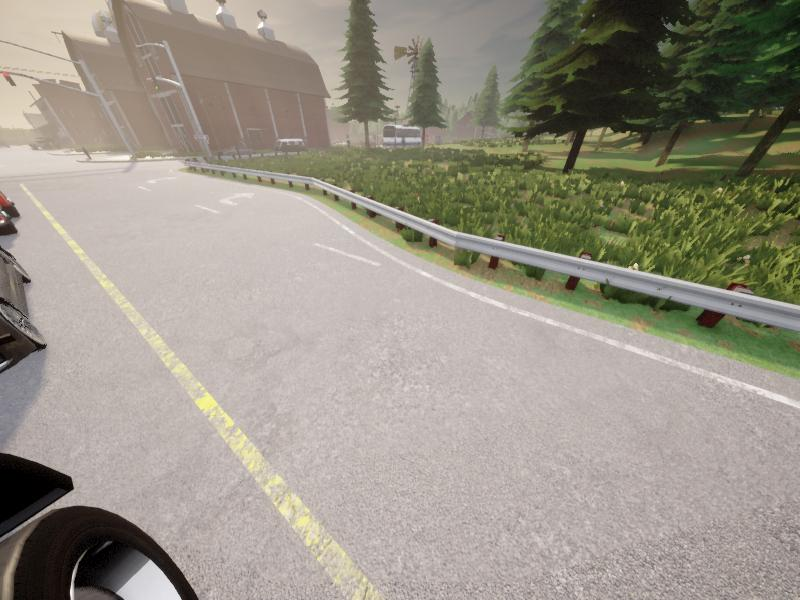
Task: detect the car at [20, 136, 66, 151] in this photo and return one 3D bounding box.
[{"bbox_3d":[-65.228,-28.690,42.294,3.866,1.878,1.905,-6,41,-6],"label":"car"}]

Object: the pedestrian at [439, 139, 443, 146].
[{"bbox_3d":[13.046,-50.431,73.774,0.751,1.860,0.751,16,38,21],"label":"pedestrian"}]

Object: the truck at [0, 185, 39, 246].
[{"bbox_3d":[-12.586,-2.885,5.778,5.204,2.467,2.627,22,40,27],"label":"truck"}]

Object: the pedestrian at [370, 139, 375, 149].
[{"bbox_3d":[-6.136,-35.110,51.875,0.751,1.860,0.751,22,40,27],"label":"pedestrian"}]

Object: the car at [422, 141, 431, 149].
[{"bbox_3d":[6.462,-38.621,57.512,1.845,1.501,3.633,0,35,0],"label":"car"}]

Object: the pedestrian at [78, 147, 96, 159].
[{"bbox_3d":[-33.741,-15.817,24.885,0.500,1.100,0.500,1,35,1],"label":"pedestrian"}]

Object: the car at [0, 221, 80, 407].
[{"bbox_3d":[-6.373,-0.093,2.712,4.902,1.511,2.128,22,41,28],"label":"car"}]

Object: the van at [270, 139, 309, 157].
[{"bbox_3d":[-16.168,-22.512,34.057,2.069,2.038,4.480,22,41,28],"label":"van"}]

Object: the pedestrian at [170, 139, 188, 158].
[{"bbox_3d":[-26.569,-18.261,27.795,0.751,1.860,0.751,22,41,28],"label":"pedestrian"}]

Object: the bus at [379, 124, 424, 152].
[{"bbox_3d":[0.586,-33.736,48.201,3.944,4.253,10.273,22,41,28],"label":"bus"}]

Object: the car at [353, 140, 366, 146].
[{"bbox_3d":[-13.446,-52.056,76.527,1.816,1.474,4.193,22,40,27],"label":"car"}]

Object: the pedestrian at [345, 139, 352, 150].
[{"bbox_3d":[-10.313,-31.353,46.507,0.751,1.860,0.751,21,40,27],"label":"pedestrian"}]

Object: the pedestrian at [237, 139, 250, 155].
[{"bbox_3d":[-22.218,-21.712,32.728,0.751,1.860,0.751,22,41,28],"label":"pedestrian"}]

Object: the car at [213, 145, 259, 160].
[{"bbox_3d":[-20.550,-18.655,29.131,1.994,1.385,4.181,22,41,28],"label":"car"}]

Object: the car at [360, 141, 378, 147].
[{"bbox_3d":[-8.934,-44.679,66.096,4.902,1.511,2.128,21,40,27],"label":"car"}]
